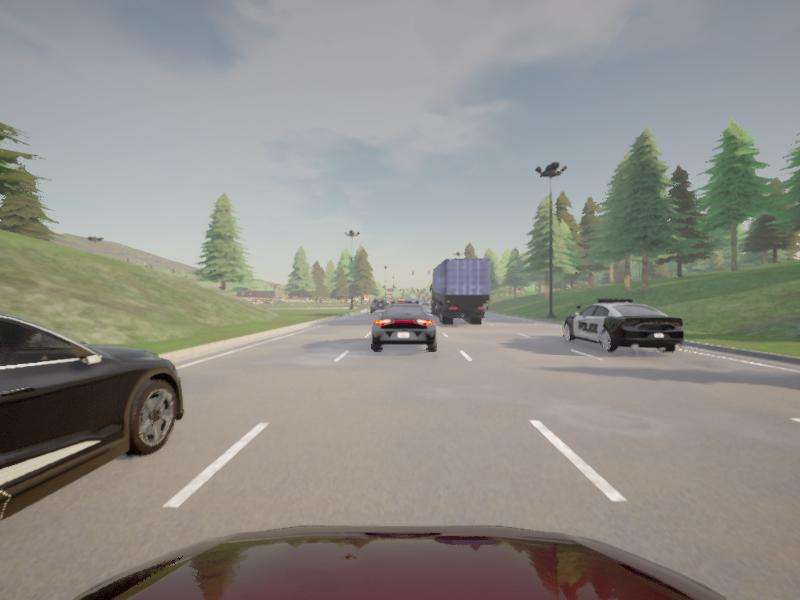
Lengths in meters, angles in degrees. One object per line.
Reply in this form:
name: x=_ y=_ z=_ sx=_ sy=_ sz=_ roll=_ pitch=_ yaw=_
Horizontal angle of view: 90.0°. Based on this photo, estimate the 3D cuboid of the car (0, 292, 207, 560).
car: x=-3.472 y=0.775 z=2.649 sx=2.033 sy=1.649 sz=4.856 roll=0 pitch=0 yaw=0

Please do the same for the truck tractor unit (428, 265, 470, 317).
truck tractor unit: x=4.440 y=-0.672 z=37.906 sx=3.053 sy=4.208 sz=6.516 roll=5 pitch=-3 yaw=2

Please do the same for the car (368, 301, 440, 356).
car: x=0.173 y=0.812 z=13.806 sx=2.038 sy=1.542 sz=4.974 roll=0 pitch=0 yaw=2

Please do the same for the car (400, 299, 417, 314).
car: x=1.083 y=0.732 z=47.947 sx=1.930 sy=1.638 sz=5.238 roll=0 pitch=0 yaw=2

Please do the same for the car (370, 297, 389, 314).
car: x=-2.424 y=0.613 z=47.778 sx=1.932 sy=1.855 sz=4.605 roll=0 pitch=0 yaw=2

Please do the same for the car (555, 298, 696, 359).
car: x=7.169 y=0.761 z=13.545 sx=1.930 sy=1.638 sz=5.238 roll=0 pitch=0 yaw=2

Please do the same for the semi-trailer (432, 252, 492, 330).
semi-trailer: x=4.103 y=-0.713 z=29.904 sx=2.717 sy=4.402 sz=14.254 roll=0 pitch=2 yaw=2
